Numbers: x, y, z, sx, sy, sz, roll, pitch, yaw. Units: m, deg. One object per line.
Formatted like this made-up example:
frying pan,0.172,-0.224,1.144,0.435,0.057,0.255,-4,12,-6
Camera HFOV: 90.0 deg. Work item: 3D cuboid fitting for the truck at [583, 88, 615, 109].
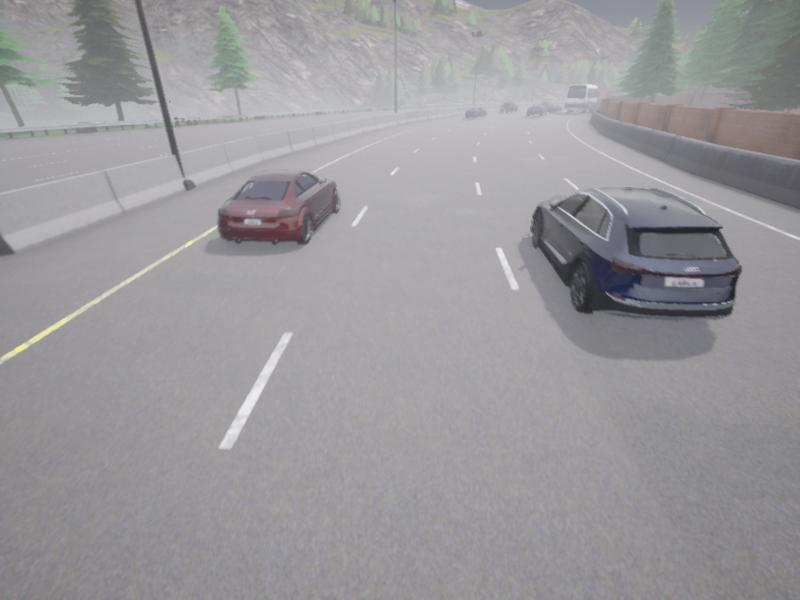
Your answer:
truck,43.261,-43.746,86.875,2.891,3.827,8.468,24,36,38

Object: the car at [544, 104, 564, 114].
car,26.190,-32.411,67.807,1.895,1.301,4.718,17,32,29

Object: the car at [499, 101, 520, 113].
car,18.875,-33.310,69.003,1.932,1.855,4.605,16,31,28

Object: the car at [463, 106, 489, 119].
car,10.538,-25.844,55.126,2.033,1.411,5.357,12,30,23

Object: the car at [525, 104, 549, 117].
car,19.998,-27.579,58.148,2.152,1.651,5.027,13,30,25

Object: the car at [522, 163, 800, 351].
car,3.780,-1.188,7.096,2.033,1.649,4.856,1,27,4

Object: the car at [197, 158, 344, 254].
car,-2.900,-2.591,10.168,1.994,1.385,4.181,2,27,5

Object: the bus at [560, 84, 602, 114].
bus,30.921,-34.259,68.123,3.944,4.253,10.273,17,32,29
